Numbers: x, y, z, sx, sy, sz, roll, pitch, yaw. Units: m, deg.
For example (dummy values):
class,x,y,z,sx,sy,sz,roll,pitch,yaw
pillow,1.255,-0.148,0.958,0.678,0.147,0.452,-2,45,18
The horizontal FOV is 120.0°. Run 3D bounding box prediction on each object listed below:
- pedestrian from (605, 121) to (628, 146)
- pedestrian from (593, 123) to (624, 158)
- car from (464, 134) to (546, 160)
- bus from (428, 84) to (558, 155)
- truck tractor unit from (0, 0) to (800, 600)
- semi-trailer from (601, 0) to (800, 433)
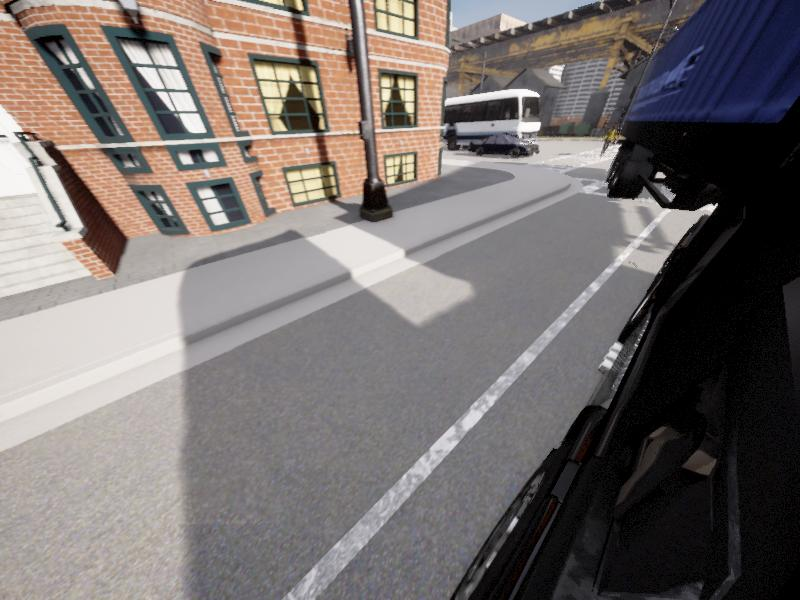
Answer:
class,x,y,z,sx,sy,sz,roll,pitch,yaw
pedestrian,19.745,-15.168,21.076,0.751,1.860,0.751,29,47,35
pedestrian,13.756,-10.554,15.287,0.751,1.860,0.751,15,40,22
car,7.898,-11.977,17.962,2.033,1.411,5.357,-28,44,-30
bus,7.769,-16.591,21.739,3.944,4.253,10.273,-28,43,-29
truck tractor unit,2.645,-0.295,0.351,6.516,4.208,3.053,-28,44,-30
semi-trailer,7.409,-4.259,5.177,2.717,4.402,14.254,21,43,27
